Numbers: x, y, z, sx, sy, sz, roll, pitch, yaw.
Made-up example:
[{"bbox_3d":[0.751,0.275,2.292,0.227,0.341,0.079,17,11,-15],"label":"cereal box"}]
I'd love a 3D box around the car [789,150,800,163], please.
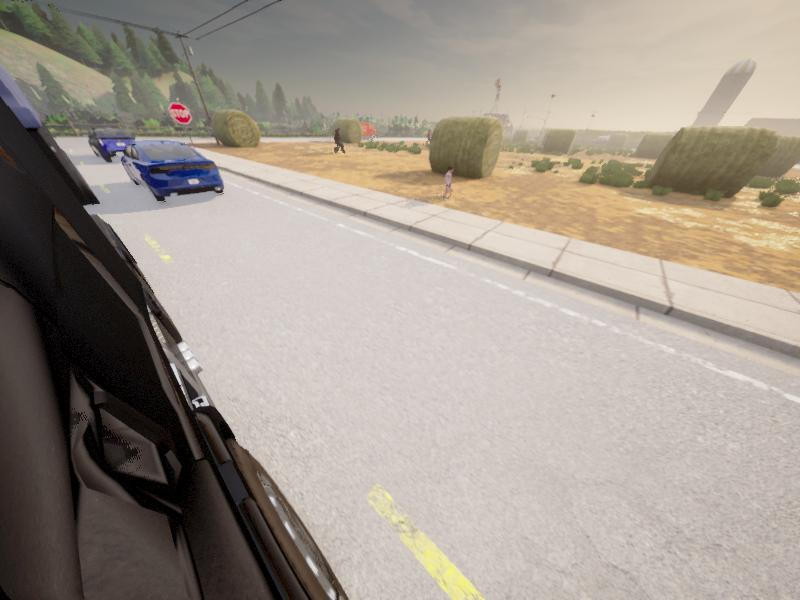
[{"bbox_3d":[65.210,-22.660,36.625,2.038,1.542,4.974,27,43,28],"label":"car"}]

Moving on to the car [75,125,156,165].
[{"bbox_3d":[-16.389,-9.008,13.292,4.514,1.525,2.007,28,43,29],"label":"car"}]

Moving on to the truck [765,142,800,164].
[{"bbox_3d":[59.582,-22.276,35.015,2.627,2.467,5.204,27,43,28],"label":"truck"}]

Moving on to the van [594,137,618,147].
[{"bbox_3d":[56.758,-43.734,63.764,4.480,2.038,2.069,27,43,29],"label":"van"}]

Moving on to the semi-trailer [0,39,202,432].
[{"bbox_3d":[-8.733,-3.590,4.181,14.254,4.402,2.717,28,44,29],"label":"semi-trailer"}]

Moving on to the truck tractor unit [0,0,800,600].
[{"bbox_3d":[-2.645,-0.295,0.351,6.516,4.208,3.053,28,44,30],"label":"truck tractor unit"}]

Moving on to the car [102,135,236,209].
[{"bbox_3d":[-8.140,-4.702,8.094,5.008,1.535,1.882,28,43,29],"label":"car"}]

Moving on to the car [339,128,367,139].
[{"bbox_3d":[-8.401,-29.923,41.551,2.007,1.525,4.514,30,45,31],"label":"car"}]

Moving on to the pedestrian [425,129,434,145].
[{"bbox_3d":[4.251,-23.631,33.437,0.751,1.860,0.751,20,40,21],"label":"pedestrian"}]

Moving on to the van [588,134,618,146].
[{"bbox_3d":[58.149,-45.949,66.342,5.915,2.561,1.988,27,43,29],"label":"van"}]

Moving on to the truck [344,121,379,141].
[{"bbox_3d":[-6.413,-28.412,38.887,2.627,2.467,5.204,30,45,31],"label":"truck"}]

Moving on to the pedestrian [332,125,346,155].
[{"bbox_3d":[-4.690,-12.329,17.864,0.751,1.860,0.751,-10,39,-16],"label":"pedestrian"}]

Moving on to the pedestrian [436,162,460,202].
[{"bbox_3d":[1.601,-3.976,7.810,0.500,1.100,0.500,18,40,20],"label":"pedestrian"}]
